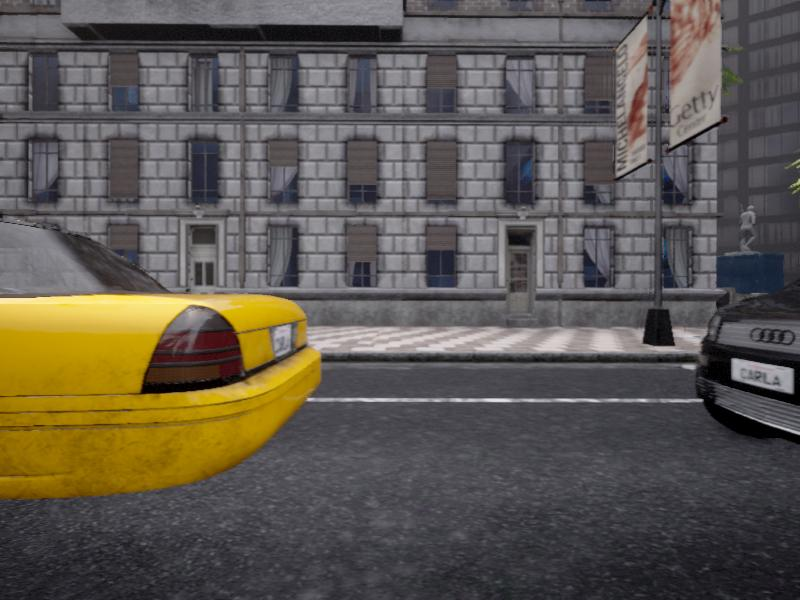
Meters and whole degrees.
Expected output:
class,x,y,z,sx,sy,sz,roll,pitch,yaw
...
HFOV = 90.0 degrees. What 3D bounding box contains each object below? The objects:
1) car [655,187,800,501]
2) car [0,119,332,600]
class,x,y,z,sx,sy,sz,roll,pitch,yaw
car,3.828,0.222,2.202,3.705,1.549,1.789,0,0,0
car,-3.207,0.196,2.186,5.366,1.575,1.801,0,0,0
